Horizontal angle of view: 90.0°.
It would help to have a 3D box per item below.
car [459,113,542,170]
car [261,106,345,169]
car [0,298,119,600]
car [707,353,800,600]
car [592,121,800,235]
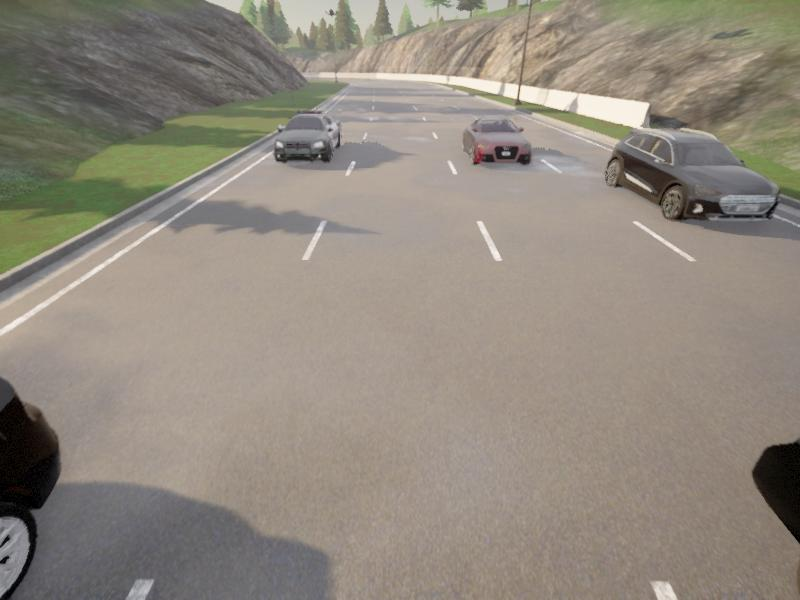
[{"bbox_3d":[3.525,-6.019,14.938,1.994,1.385,4.181,0,30,0],"label":"car"},{"bbox_3d":[-3.476,-6.403,15.422,2.038,1.542,4.974,0,30,0],"label":"car"},{"bbox_3d":[-3.493,2.020,0.915,1.930,1.638,5.238,0,30,0],"label":"car"},{"bbox_3d":[3.506,2.211,0.709,2.038,1.542,4.974,0,30,0],"label":"car"},{"bbox_3d":[7.035,-3.310,10.052,2.033,1.649,4.856,0,30,0],"label":"car"}]
